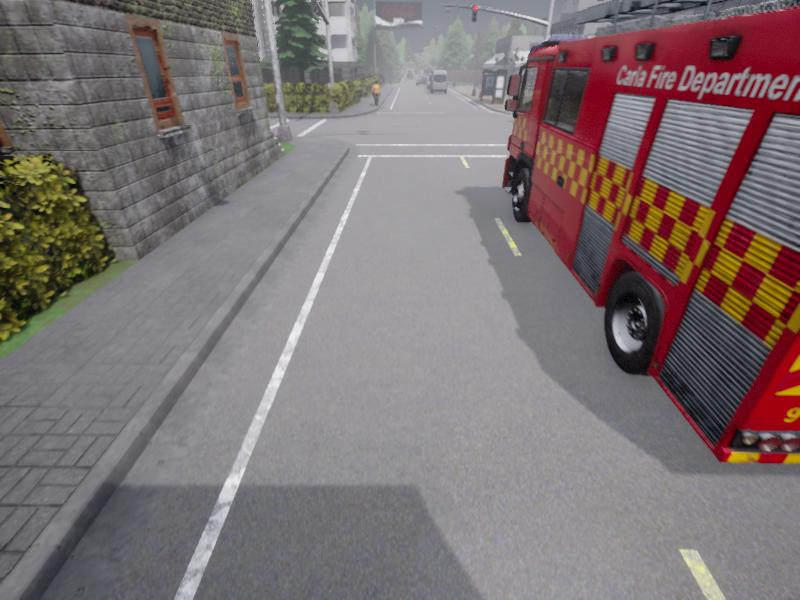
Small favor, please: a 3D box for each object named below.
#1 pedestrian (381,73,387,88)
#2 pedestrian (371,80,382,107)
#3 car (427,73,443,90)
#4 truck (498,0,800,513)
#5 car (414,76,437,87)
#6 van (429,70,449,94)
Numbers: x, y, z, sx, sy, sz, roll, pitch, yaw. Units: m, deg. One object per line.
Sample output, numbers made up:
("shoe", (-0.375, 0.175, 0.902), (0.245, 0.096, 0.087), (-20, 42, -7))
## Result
("pedestrian", (-2.399, -32.612, 59.488), (0.751, 1.860, 0.751), (3, 30, 5))
("pedestrian", (-1.888, -16.671, 32.265), (0.751, 1.860, 0.751), (-5, 31, -9))
("car", (5.141, -32.444, 59.367), (2.150, 2.045, 5.566), (1, 30, 2))
("truck", (3.927, -2.111, 5.809), (2.891, 3.827, 8.468), (1, 30, 1))
("car", (4.453, -38.456, 70.307), (1.837, 1.490, 4.892), (17, 31, 27))
("van", (4.948, -28.142, 51.524), (1.988, 2.561, 5.915), (1, 30, 1))
